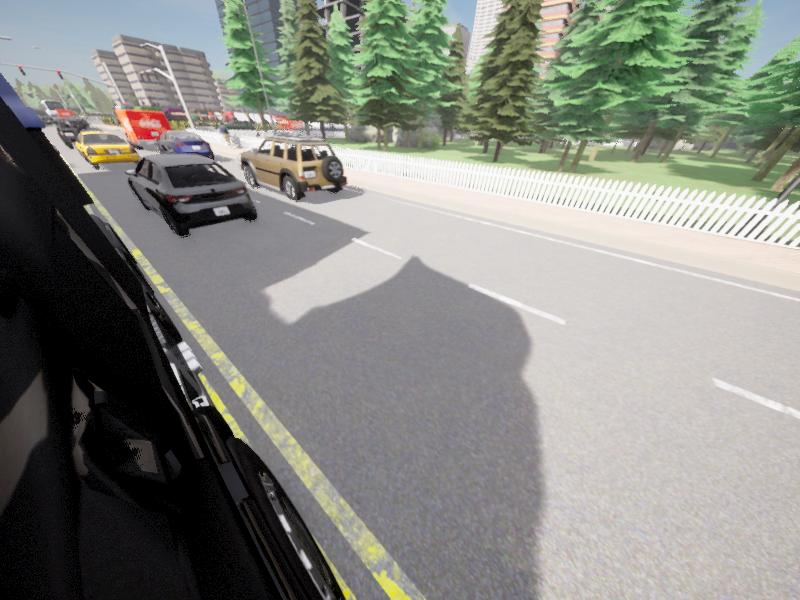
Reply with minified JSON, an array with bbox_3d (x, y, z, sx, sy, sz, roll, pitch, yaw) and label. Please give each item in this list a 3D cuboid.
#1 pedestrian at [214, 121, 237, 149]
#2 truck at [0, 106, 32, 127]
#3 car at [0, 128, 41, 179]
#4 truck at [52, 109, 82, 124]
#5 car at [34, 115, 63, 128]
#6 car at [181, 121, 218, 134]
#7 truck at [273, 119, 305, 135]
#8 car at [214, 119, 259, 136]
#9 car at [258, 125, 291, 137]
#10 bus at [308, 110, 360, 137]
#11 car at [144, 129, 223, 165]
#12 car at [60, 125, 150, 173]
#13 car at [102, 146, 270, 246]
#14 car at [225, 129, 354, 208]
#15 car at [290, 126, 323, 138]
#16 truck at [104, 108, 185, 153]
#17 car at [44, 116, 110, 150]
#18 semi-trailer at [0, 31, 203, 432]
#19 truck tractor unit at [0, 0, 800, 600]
[{"bbox_3d":[-14.271,-13.528,18.966,0.751,1.860,0.751,28,44,30],"label":"pedestrian"},{"bbox_3d":[-61.069,-28.772,36.181,5.204,2.467,2.627,27,43,29],"label":"truck"},{"bbox_3d":[-16.896,-6.014,9.386,3.806,1.475,1.970,27,43,29],"label":"car"},{"bbox_3d":[-73.191,-40.263,50.767,5.204,2.467,2.627,27,43,29],"label":"truck"},{"bbox_3d":[-59.511,-30.251,39.091,4.514,1.525,2.007,27,43,29],"label":"car"},{"bbox_3d":[-33.450,-28.816,38.685,1.851,1.617,3.988,26,43,28],"label":"car"},{"bbox_3d":[-23.556,-36.717,49.141,2.627,2.467,5.204,26,42,28],"label":"truck"},{"bbox_3d":[-27.999,-29.664,39.792,2.150,2.045,5.566,26,42,28],"label":"car"},{"bbox_3d":[-22.396,-30.271,41.386,2.007,1.525,4.514,26,43,28],"label":"car"},{"bbox_3d":[-13.864,-37.981,49.938,3.944,4.253,10.273,26,43,28],"label":"bus"},{"bbox_3d":[-13.629,-9.719,14.532,4.792,1.488,2.163,27,43,29],"label":"car"},{"bbox_3d":[-15.357,-7.953,11.988,5.366,1.575,1.801,27,43,28],"label":"car"},{"bbox_3d":[-5.575,-2.961,6.018,4.193,1.474,1.816,27,43,29],"label":"car"},{"bbox_3d":[-4.079,-5.047,8.564,4.605,1.855,1.932,27,43,28],"label":"car"},{"bbox_3d":[-17.042,-30.931,42.505,1.930,1.638,5.238,26,42,28],"label":"car"},{"bbox_3d":[-20.006,-13.345,18.161,5.204,2.467,2.627,27,43,28],"label":"truck"},{"bbox_3d":[-24.181,-12.543,17.311,4.605,1.855,1.932,27,43,29],"label":"car"},{"bbox_3d":[-8.800,-3.534,4.125,14.254,4.402,2.717,27,43,29],"label":"semi-trailer"},{"bbox_3d":[-2.645,-0.295,0.351,6.516,4.208,3.053,28,44,30],"label":"truck tractor unit"}]
